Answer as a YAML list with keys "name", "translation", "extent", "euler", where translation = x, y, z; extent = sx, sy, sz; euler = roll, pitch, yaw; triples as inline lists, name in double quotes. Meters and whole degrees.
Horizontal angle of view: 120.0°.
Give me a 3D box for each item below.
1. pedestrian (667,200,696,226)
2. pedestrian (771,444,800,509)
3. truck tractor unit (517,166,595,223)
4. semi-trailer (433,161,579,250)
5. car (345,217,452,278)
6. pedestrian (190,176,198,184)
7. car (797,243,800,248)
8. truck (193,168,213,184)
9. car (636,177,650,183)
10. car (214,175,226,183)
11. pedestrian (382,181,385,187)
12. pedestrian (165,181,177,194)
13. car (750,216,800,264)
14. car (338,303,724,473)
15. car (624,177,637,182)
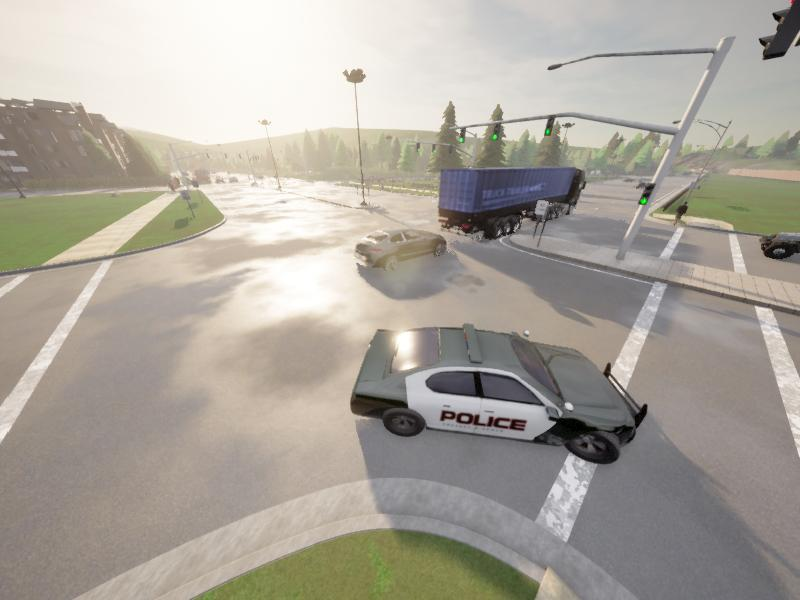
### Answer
- name: "pedestrian"
  translation: [22.560, -6.975, 18.537]
  extent: [0.751, 1.860, 0.751]
  euler: [-21, 36, -32]
- name: "pedestrian"
  translation: [6.254, 2.167, 2.934]
  extent: [0.751, 1.860, 0.751]
  euler: [22, 36, 33]
- name: "truck tractor unit"
  translation: [14.548, -10.098, 21.634]
  extent: [6.516, 4.208, 3.053]
  euler: [-23, 37, -34]
- name: "semi-trailer"
  translation: [8.504, -7.628, 17.164]
  extent: [14.254, 4.402, 2.717]
  euler: [-23, 37, -34]
- name: "car"
  translation: [0.100, -2.872, 11.717]
  extent: [5.027, 1.651, 2.152]
  euler: [-23, 37, -34]
- name: "pedestrian"
  translation: [-54.981, -32.026, 61.623]
  extent: [0.751, 1.860, 0.751]
  euler: [-10, 32, -17]
- name: "car"
  translation: [25.101, -2.765, 11.712]
  extent: [1.812, 1.442, 4.674]
  euler: [-22, 37, -33]
- name: "truck"
  translation: [-58.634, -37.020, 68.654]
  extent: [2.891, 3.827, 8.468]
  euler: [-23, 37, -34]
- name: "car"
  translation: [72.047, -35.472, 68.413]
  extent: [4.181, 1.385, 1.994]
  euler: [-23, 37, -34]
- name: "car"
  translation: [-53.584, -35.911, 68.695]
  extent: [1.905, 1.878, 3.866]
  euler: [-23, 37, -34]
- name: "pedestrian"
  translation: [-3.806, -27.087, 53.828]
  extent: [0.500, 1.100, 0.500]
  euler: [-20, 36, -31]
- name: "pedestrian"
  translation: [-39.274, -19.336, 39.643]
  extent: [0.751, 1.860, 0.751]
  euler: [-20, 36, -31]
- name: "car"
  translation: [20.940, -2.723, 11.186]
  extent: [1.905, 1.878, 3.866]
  euler: [-23, 36, -34]
- name: "car"
  translation: [1.685, 1.404, 4.403]
  extent: [4.974, 1.542, 2.038]
  euler: [4, 30, 6]
- name: "car"
  translation: [72.319, -37.902, 72.568]
  extent: [4.674, 1.442, 1.812]
  euler: [-23, 37, -34]
